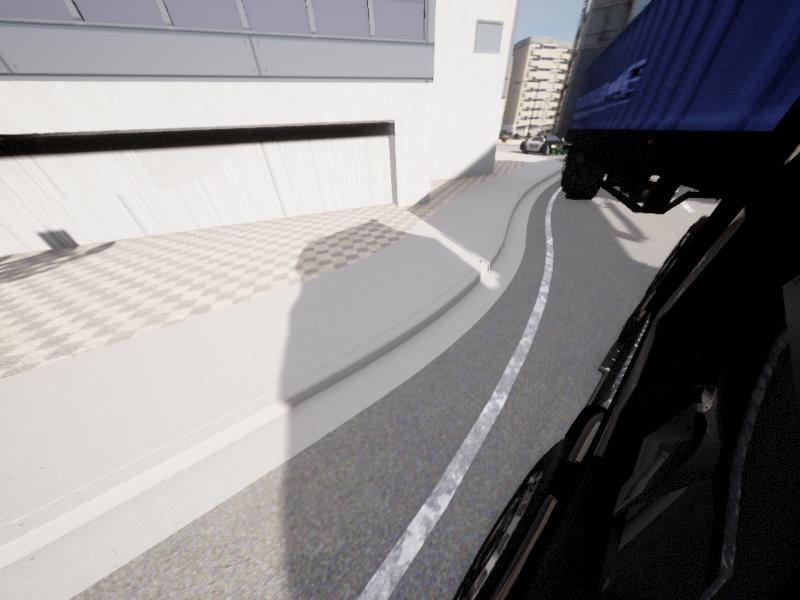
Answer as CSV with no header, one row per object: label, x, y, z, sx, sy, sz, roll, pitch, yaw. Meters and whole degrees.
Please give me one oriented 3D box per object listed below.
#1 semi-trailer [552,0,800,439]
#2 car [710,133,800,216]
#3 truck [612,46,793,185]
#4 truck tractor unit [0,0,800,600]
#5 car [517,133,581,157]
semi-trailer,6.510,-4.475,5.644,2.717,4.402,14.254,12,39,21
car,11.858,-4.218,7.333,5.366,1.575,1.801,-32,45,-34
truck,14.404,-8.518,11.163,8.468,3.827,2.891,-27,43,-29
truck tractor unit,2.645,-0.295,0.351,6.516,4.208,3.053,-28,44,-30
car,13.222,-14.157,21.002,2.038,1.542,4.974,-8,36,-6
